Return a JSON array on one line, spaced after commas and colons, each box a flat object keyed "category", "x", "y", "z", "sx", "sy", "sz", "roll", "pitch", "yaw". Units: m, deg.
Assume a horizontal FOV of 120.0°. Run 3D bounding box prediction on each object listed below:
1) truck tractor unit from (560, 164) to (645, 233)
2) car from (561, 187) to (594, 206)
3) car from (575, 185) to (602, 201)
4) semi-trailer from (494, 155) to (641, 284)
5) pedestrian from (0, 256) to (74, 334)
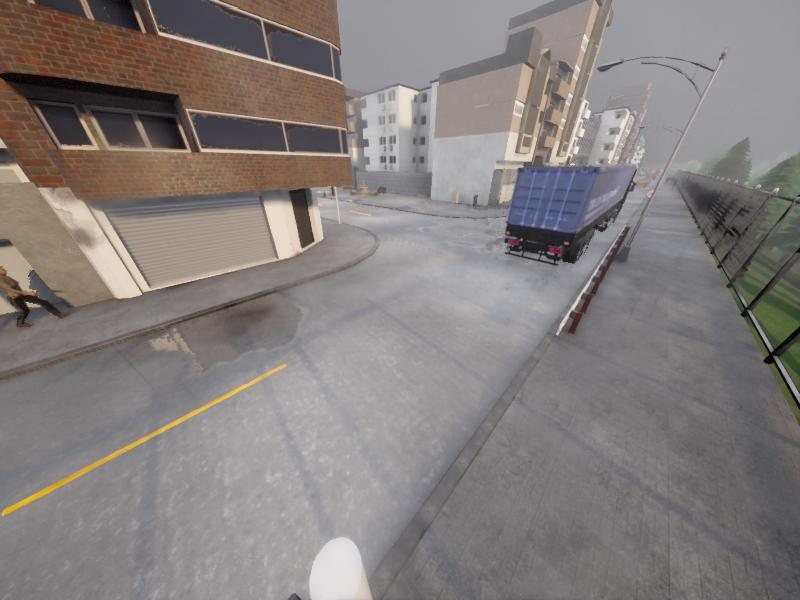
[{"category": "truck tractor unit", "x": 16.059, "y": -8.263, "z": 18.285, "sx": 3.053, "sy": 4.208, "sz": 6.516, "roll": 26, "pitch": 39, "yaw": 38}, {"category": "car", "x": 22.786, "y": -13.386, "z": 29.605, "sx": 4.553, "sy": 1.767, "sz": 2.097, "roll": -27, "pitch": 39, "yaw": -38}, {"category": "car", "x": 27.818, "y": -15.809, "z": 34.016, "sx": 5.366, "sy": 1.575, "sz": 1.801, "roll": -27, "pitch": 39, "yaw": -38}, {"category": "semi-trailer", "x": 10.466, "y": -5.540, "z": 13.383, "sx": 14.254, "sy": 4.402, "sz": 2.717, "roll": -27, "pitch": 39, "yaw": -38}, {"category": "pedestrian", "x": -10.318, "y": -0.130, "z": 6.306, "sx": 0.751, "sy": 1.860, "sz": 0.751, "roll": -18, "pitch": 34, "yaw": -28}]
